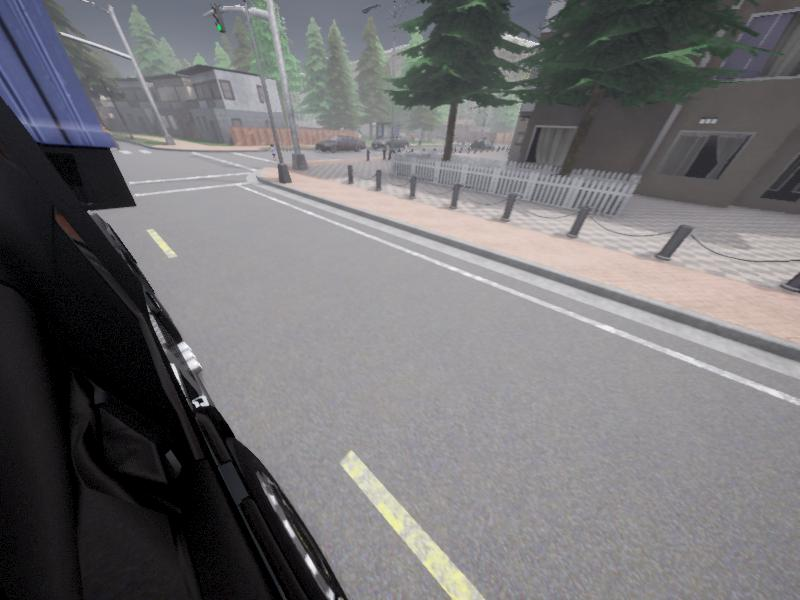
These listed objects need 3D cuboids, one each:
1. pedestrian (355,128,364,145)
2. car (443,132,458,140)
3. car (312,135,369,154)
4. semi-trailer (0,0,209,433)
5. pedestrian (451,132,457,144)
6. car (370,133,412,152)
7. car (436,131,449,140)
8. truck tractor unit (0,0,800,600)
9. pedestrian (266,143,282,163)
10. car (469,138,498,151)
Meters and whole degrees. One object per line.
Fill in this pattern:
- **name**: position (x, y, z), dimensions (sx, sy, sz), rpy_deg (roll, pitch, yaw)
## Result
- **pedestrian**: position (-5.426, -21.893, 30.993), dimensions (0.751, 1.860, 0.751), rpy_deg (31, 45, 32)
- **car**: position (14.812, -48.391, 68.144), dimensions (1.932, 1.855, 4.605), rpy_deg (28, 44, 30)
- **car**: position (-5.868, -15.813, 23.444), dimensions (2.033, 1.411, 5.357), rpy_deg (30, 44, 31)
- **semi-trailer**: position (-9.559, -2.847, 3.045), dimensions (14.254, 4.402, 2.717), rpy_deg (17, 33, 17)
- **pedestrian**: position (11.005, -33.000, 47.081), dimensions (0.751, 1.860, 0.751), rpy_deg (27, 43, 29)
- **car**: position (-1.015, -18.971, 27.840), dimensions (2.152, 1.651, 5.027), rpy_deg (30, 44, 31)
- **car**: position (12.651, -49.256, 69.170), dimensions (1.905, 1.878, 3.866), rpy_deg (28, 44, 30)
- **truck tractor unit**: position (-2.645, -0.295, 0.351), dimensions (6.516, 4.208, 3.053), rpy_deg (28, 44, 30)
- **pedestrian**: position (-8.294, -9.710, 15.254), dimensions (0.500, 1.100, 0.500), rpy_deg (24, 41, 26)
- **car**: position (13.367, -24.912, 36.896), dimensions (2.038, 1.542, 4.974), rpy_deg (30, 44, 31)
